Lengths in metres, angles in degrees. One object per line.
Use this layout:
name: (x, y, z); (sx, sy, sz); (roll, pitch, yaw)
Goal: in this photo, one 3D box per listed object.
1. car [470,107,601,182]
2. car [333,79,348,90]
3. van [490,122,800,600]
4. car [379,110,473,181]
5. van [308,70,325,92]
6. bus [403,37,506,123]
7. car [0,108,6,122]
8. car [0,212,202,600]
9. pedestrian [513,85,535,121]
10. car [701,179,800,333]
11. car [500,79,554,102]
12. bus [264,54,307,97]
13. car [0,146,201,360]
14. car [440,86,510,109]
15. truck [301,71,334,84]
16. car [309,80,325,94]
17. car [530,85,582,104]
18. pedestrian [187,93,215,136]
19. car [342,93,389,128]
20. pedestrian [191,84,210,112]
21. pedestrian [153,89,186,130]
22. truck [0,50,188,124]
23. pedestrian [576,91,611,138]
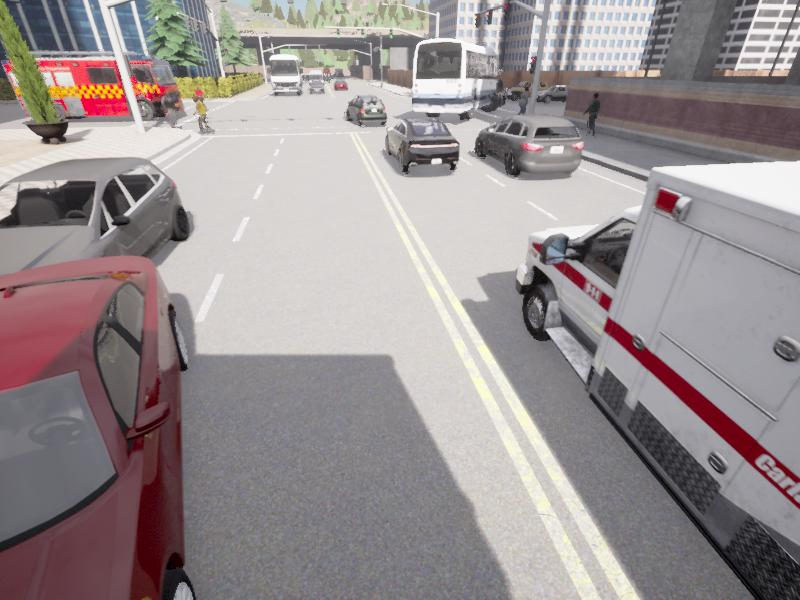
car: (4.296, -5.517, 13.794); (2.242, 1.667, 4.611); (-5, 31, -9)
car: (-8.942, -32.380, 60.099); (1.994, 1.385, 4.181); (-5, 31, -9)
van: (3.027, 0.536, 2.684); (2.351, 2.431, 6.366); (-5, 31, -9)
car: (0.677, -5.625, 14.145); (2.128, 1.511, 4.902); (-5, 31, -9)
van: (-12.144, -31.902, 58.127); (1.988, 2.561, 5.915); (-5, 31, -9)
bus: (4.050, -14.908, 27.276); (3.944, 4.253, 10.273); (12, 31, 20)
car: (-27.909, -11.680, 24.432); (4.856, 1.649, 2.033); (-5, 31, -9)
car: (-2.709, 0.942, 2.875); (1.882, 1.535, 5.008); (-14, 33, -22)
pedestrian: (7.486, -11.934, 24.236); (0.751, 1.860, 0.751); (-5, 31, -9)
car: (6.335, 0.209, 4.078); (1.801, 1.575, 5.366); (-5, 31, -9)
car: (12.695, -21.111, 40.272); (4.605, 1.855, 1.932); (-4, 31, -7)
bus: (-13.903, -27.983, 49.723); (3.944, 4.253, 10.273); (-5, 31, -9)
car: (-5.137, -1.144, 6.339); (2.242, 1.667, 4.611); (-5, 30, -8)
car: (6.177, -16.864, 33.251); (5.238, 1.638, 1.930); (-4, 30, -8)
truck: (-16.790, -45.480, 81.765); (6.274, 2.098, 2.390); (-5, 31, -9)
car: (-10.753, -27.582, 51.814); (1.812, 1.442, 4.674); (-5, 31, -9)
car: (14.609, -19.327, 37.614); (3.806, 1.475, 1.970); (-5, 31, -8)
pedestrian: (-9.905, -9.224, 19.926); (0.751, 1.860, 0.751); (-18, 35, -27)
car: (-2.115, -11.501, 24.167); (1.789, 1.549, 3.705); (-10, 32, -18)
pedestrian: (-15.149, -15.345, 30.412); (0.751, 1.860, 0.751); (-22, 37, -32)
pedestrian: (-11.935, -9.872, 20.735); (0.751, 1.860, 0.751); (13, 33, 21)
truck: (-18.781, -13.400, 25.183); (8.468, 3.827, 2.891); (-4, 31, -7)
pedestrian: (8.856, -8.505, 18.365); (0.751, 1.860, 0.751); (-15, 33, -24)
